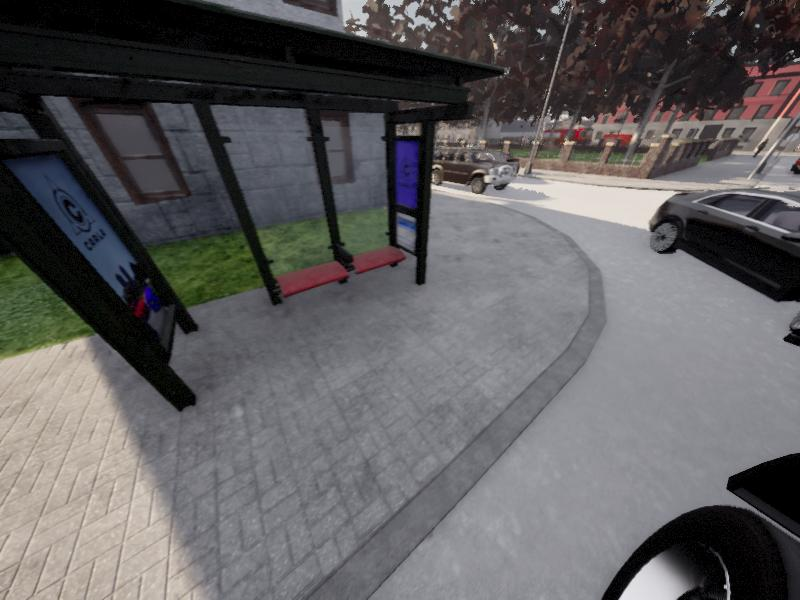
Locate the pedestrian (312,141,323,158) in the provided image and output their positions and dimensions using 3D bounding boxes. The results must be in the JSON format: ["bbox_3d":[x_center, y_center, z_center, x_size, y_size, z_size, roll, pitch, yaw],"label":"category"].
[{"bbox_3d":[-10.613,-19.435,29.819,0.751,1.860,0.751,-22,41,-27],"label":"pedestrian"}]

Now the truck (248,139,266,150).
[{"bbox_3d":[-35.457,-38.479,57.158,2.390,2.098,6.274,-22,41,-28],"label":"truck"}]

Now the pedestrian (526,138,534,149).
[{"bbox_3d":[26.816,-32.403,47.705,0.751,1.860,0.751,-22,41,-28],"label":"pedestrian"}]

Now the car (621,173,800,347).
[{"bbox_3d":[6.610,-0.879,3.784,2.128,1.511,4.902,7,36,10],"label":"car"}]

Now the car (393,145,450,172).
[{"bbox_3d":[1.692,-12.271,19.835,2.033,1.649,4.856,-24,41,-29],"label":"car"}]

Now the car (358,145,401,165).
[{"bbox_3d":[-2.200,-15.469,24.490,2.128,1.511,4.902,-24,42,-30],"label":"car"}]

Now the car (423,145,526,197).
[{"bbox_3d":[3.452,-6.771,11.824,1.932,1.855,4.605,-22,41,-28],"label":"car"}]

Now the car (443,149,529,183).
[{"bbox_3d":[5.401,-8.993,15.272,2.128,1.511,4.902,-22,41,-28],"label":"car"}]

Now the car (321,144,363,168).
[{"bbox_3d":[-5.689,-14.172,22.580,2.033,1.649,4.856,-22,41,-28],"label":"car"}]

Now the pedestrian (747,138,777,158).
[{"bbox_3d":[40.505,-17.055,25.893,0.751,1.860,0.751,4,35,6],"label":"pedestrian"}]

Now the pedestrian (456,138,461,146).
[{"bbox_3d":[15.379,-41.768,61.039,0.751,1.860,0.751,-22,41,-28],"label":"pedestrian"}]

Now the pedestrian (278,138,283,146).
[{"bbox_3d":[-36.119,-47.749,69.885,0.751,1.860,0.751,-21,40,-27],"label":"pedestrian"}]

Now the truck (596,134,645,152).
[{"bbox_3d":[38.663,-27.680,40.630,2.627,2.467,5.204,-23,41,-28],"label":"truck"}]

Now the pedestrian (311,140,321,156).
[{"bbox_3d":[-11.933,-21.564,32.840,0.751,1.860,0.751,-29,44,-34],"label":"pedestrian"}]

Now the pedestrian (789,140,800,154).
[{"bbox_3d":[55.110,-21.249,31.715,0.751,1.860,0.751,27,44,33],"label":"pedestrian"}]

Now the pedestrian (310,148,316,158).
[{"bbox_3d":[-11.617,-19.759,30.944,0.500,1.100,0.500,-14,38,-19],"label":"pedestrian"}]

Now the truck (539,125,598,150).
[{"bbox_3d":[33.395,-32.542,46.374,2.891,3.827,8.468,-22,41,-28],"label":"truck"}]

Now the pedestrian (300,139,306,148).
[{"bbox_3d":[-23.253,-37.491,55.277,0.751,1.860,0.751,-24,42,-30],"label":"pedestrian"}]

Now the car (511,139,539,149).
[{"bbox_3d":[28.504,-35.657,52.725,2.152,1.651,5.027,-22,41,-28],"label":"car"}]

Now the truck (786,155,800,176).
[{"bbox_3d":[29.011,-9.711,15.282,5.204,2.467,2.627,-22,41,-28],"label":"truck"}]

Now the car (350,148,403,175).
[{"bbox_3d":[-1.925,-10.997,18.176,1.837,1.490,4.892,-22,41,-28],"label":"car"}]

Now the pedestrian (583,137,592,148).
[{"bbox_3d":[40.187,-33.757,49.522,0.751,1.860,0.751,-25,42,-31],"label":"pedestrian"}]

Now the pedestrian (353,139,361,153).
[{"bbox_3d":[-6.936,-24.745,37.123,0.751,1.860,0.751,-22,41,-28],"label":"pedestrian"}]

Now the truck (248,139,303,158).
[{"bbox_3d":[-17.332,-21.519,32.652,6.274,2.098,2.390,-10,36,-13],"label":"truck"}]

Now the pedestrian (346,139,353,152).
[{"bbox_3d":[-8.519,-26.024,38.944,0.751,1.860,0.751,-22,41,-28],"label":"pedestrian"}]
